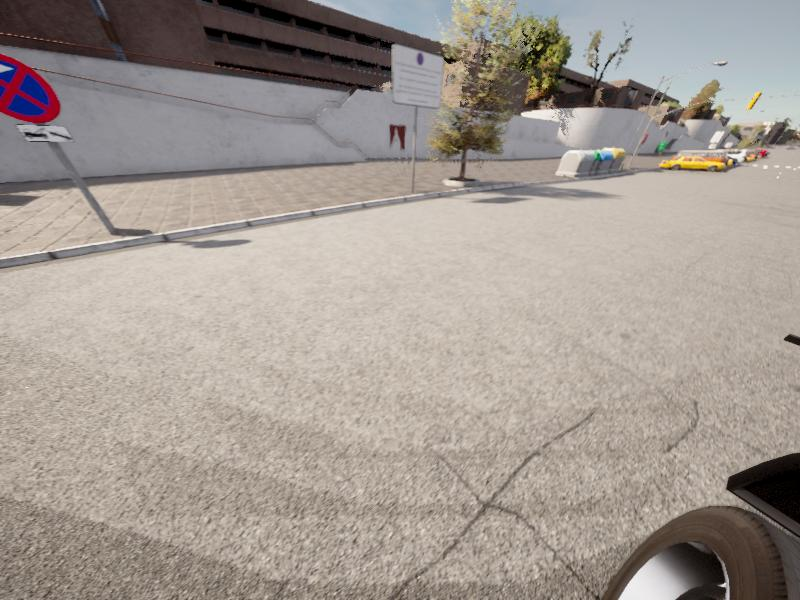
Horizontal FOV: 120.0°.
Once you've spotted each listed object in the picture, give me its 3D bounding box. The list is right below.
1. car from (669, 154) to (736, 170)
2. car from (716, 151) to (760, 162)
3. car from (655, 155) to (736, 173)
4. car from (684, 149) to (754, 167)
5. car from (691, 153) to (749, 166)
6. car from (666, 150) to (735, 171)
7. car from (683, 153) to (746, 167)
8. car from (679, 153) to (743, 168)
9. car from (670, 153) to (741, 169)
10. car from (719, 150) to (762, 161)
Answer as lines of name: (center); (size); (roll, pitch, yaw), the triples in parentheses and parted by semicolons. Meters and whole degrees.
car: (38.645, -17.807, 29.778); (4.792, 1.488, 2.163); (22, 40, 28)
car: (70.477, -30.055, 48.264); (4.553, 1.767, 2.185); (22, 39, 28)
car: (33.935, -15.882, 26.814); (5.366, 1.575, 1.946); (22, 39, 28)
car: (48.424, -21.804, 35.323); (5.566, 2.045, 2.435); (22, 39, 28)
car: (50.892, -22.529, 36.890); (4.892, 1.521, 2.231); (22, 39, 28)
car: (36.325, -17.031, 28.146); (4.442, 1.987, 1.878); (22, 39, 28)
car: (46.004, -20.652, 34.030); (5.008, 1.535, 2.097); (22, 39, 28)
car: (43.564, -19.704, 32.595); (4.892, 1.521, 2.231); (22, 39, 28)
car: (40.963, -18.828, 31.259); (5.366, 1.575, 1.946); (21, 40, 28)
car: (73.004, -31.048, 49.608); (4.442, 1.987, 1.878); (22, 39, 28)
